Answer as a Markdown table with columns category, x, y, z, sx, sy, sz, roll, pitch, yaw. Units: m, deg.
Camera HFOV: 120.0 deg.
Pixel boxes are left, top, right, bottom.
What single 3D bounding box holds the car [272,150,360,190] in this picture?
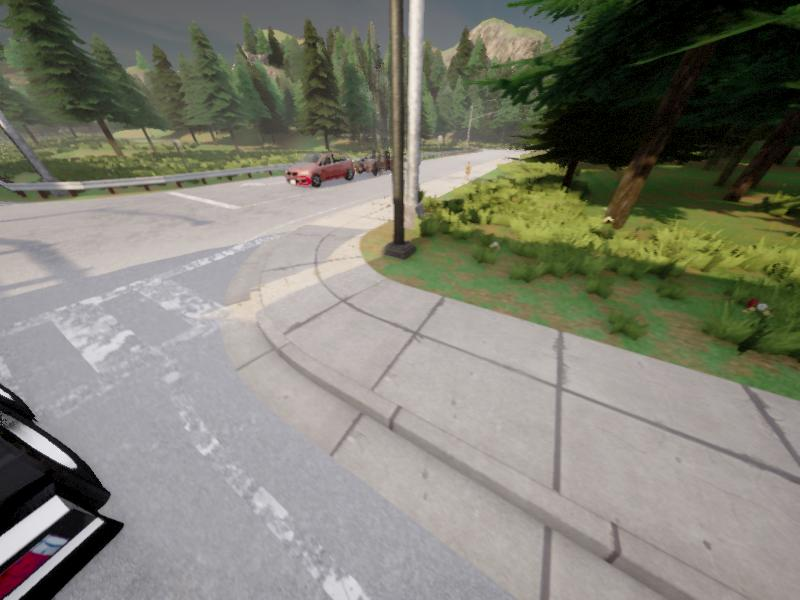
| category | x | y | z | sx | sy | sz | roll | pitch | yaw |
| --- | --- | --- | --- | --- | --- | --- | --- | --- | --- |
| car | -4.908 | -8.180 | 14.306 | 2.242 | 1.667 | 4.611 | 18 | 39 | 24 |

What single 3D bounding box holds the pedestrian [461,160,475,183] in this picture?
| category | x | y | z | sx | sy | sz | roll | pitch | yaw |
| --- | --- | --- | --- | --- | --- | --- | --- | --- | --- |
| pedestrian | 3.885 | -7.365 | 13.223 | 0.500 | 1.100 | 0.500 | 16 | 38 | 23 |

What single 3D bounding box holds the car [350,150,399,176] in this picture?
| category | x | y | z | sx | sy | sz | roll | pitch | yaw |
| --- | --- | --- | --- | --- | --- | --- | --- | --- | --- |
| car | -1.928 | -11.158 | 18.720 | 1.816 | 1.474 | 4.193 | 17 | 39 | 24 |

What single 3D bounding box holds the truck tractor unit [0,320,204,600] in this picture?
| category | x | y | z | sx | sy | sz | roll | pitch | yaw |
| --- | --- | --- | --- | --- | --- | --- | --- | --- | --- |
| truck tractor unit | -5.209 | -0.186 | 0.639 | 6.516 | 4.208 | 3.053 | 14 | 37 | 19 |
